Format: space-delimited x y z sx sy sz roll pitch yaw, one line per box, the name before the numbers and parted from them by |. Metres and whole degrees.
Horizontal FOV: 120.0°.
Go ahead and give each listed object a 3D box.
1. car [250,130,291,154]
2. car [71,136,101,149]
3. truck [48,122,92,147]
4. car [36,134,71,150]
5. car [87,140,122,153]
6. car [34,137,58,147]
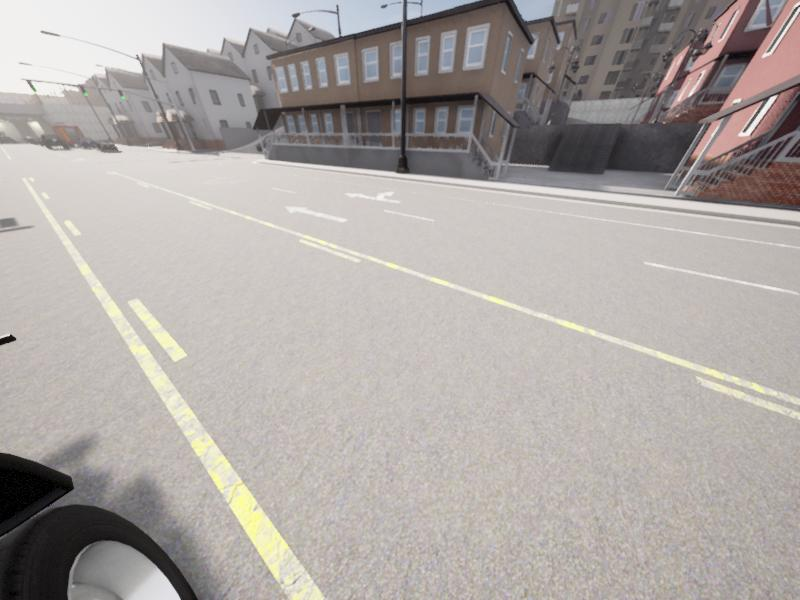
car | -19.250 -23.684 34.563 1.882 1.535 5.008 22 56 27
car | -55.347 -27.802 40.751 4.553 1.767 2.097 22 41 28
truck | -66.423 -33.200 46.451 8.468 3.827 2.891 22 41 28
car | -58.916 -26.908 39.224 5.566 2.045 2.150 22 41 27
car | -44.298 -23.083 34.600 5.357 1.411 2.033 22 41 28
car | -69.876 -31.193 45.588 4.892 1.490 1.837 22 41 28
